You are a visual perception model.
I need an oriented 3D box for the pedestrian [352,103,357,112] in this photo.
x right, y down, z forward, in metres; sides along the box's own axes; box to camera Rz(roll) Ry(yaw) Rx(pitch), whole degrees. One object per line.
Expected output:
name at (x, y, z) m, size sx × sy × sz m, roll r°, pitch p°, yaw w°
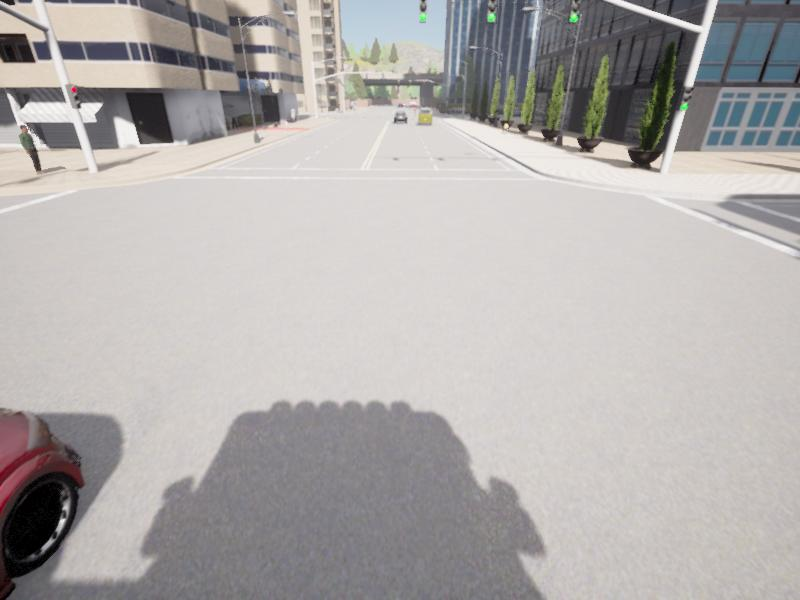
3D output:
pedestrian at (-10.070, -42.760, 88.953) m, size 0.751 × 1.860 × 0.751 m, roll 4°, pitch 27°, yaw 7°

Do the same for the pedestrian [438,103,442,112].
pedestrian at (9.268, -44.405, 92.348) m, size 0.751 × 1.860 × 0.751 m, roll 1°, pitch 27°, yaw 2°

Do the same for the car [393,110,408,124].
car at (0.089, -24.622, 53.875) m, size 2.007 × 1.525 × 4.514 m, roll 0°, pitch 27°, yaw 0°

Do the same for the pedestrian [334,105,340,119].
pedestrian at (-9.710, -28.986, 61.684) m, size 0.751 × 1.860 × 0.751 m, roll 0°, pitch 27°, yaw -1°

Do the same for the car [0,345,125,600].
car at (-3.501, 1.900, 1.466) m, size 1.994 × 1.385 × 4.181 m, roll 0°, pitch 27°, yaw 0°

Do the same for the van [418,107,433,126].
van at (3.263, -23.363, 50.895) m, size 1.775 × 1.987 × 4.442 m, roll 2°, pitch 27°, yaw 3°

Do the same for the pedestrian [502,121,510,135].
pedestrian at (9.502, -15.448, 35.859) m, size 0.500 × 1.100 × 0.500 m, roll 0°, pitch 27°, yaw -1°

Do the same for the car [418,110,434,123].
car at (3.594, -25.951, 56.532) m, size 2.007 × 1.525 × 4.514 m, roll 0°, pitch 27°, yaw 0°

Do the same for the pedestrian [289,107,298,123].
pedestrian at (-13.555, -23.517, 50.829) m, size 0.751 × 1.860 × 0.751 m, roll -1°, pitch 27°, yaw -2°

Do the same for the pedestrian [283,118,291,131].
pedestrian at (-10.921, -16.883, 38.554) m, size 0.500 × 1.100 × 0.500 m, roll 1°, pitch 27°, yaw 1°

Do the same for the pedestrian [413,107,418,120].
pedestrian at (2.420, -29.221, 62.573) m, size 0.751 × 1.860 × 0.751 m, roll -2°, pitch 27°, yaw -5°

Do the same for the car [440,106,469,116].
car at (10.828, -37.568, 79.459) m, size 5.238 × 1.638 × 1.930 m, roll 9°, pitch 28°, yaw 16°

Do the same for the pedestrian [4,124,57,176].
pedestrian at (-14.756, -6.002, 16.018) m, size 0.751 × 1.860 × 0.751 m, roll 1°, pitch 27°, yaw 1°
